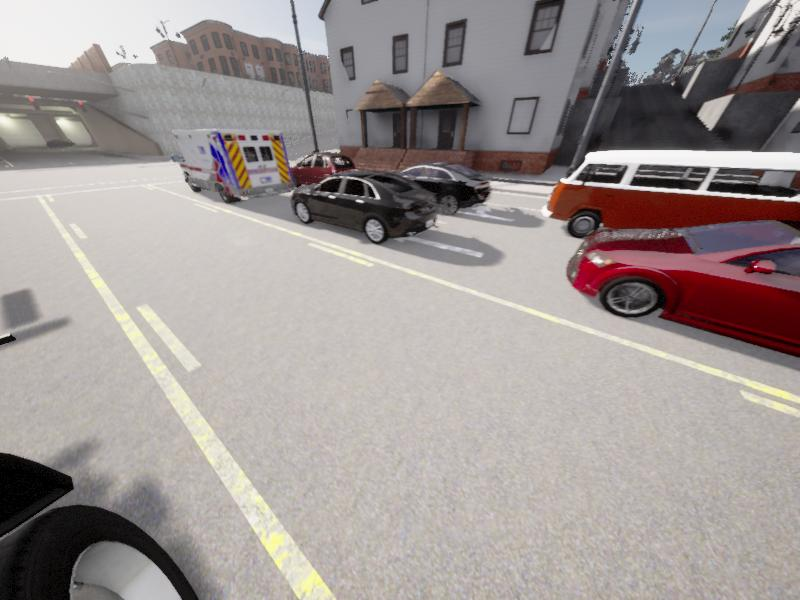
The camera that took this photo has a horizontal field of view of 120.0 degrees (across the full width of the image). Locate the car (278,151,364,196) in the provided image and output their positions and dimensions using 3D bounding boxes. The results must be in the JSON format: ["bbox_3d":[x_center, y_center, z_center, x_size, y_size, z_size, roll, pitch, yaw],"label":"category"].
[{"bbox_3d":[-4.010,-6.572,11.803,3.988,1.617,1.851,22,41,28],"label":"car"}]

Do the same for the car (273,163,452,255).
[{"bbox_3d":[-1.227,-2.918,6.741,4.892,1.490,1.837,22,41,28],"label":"car"}]

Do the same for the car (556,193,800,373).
[{"bbox_3d":[4.958,-0.323,3.217,4.181,1.385,1.994,24,41,29],"label":"car"}]

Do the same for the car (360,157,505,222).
[{"bbox_3d":[1.051,-4.456,8.923,4.902,1.511,2.128,22,41,28],"label":"car"}]

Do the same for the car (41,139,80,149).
[{"bbox_3d":[-75.064,-34.567,51.186,2.152,1.651,5.027,-9,36,-13],"label":"car"}]

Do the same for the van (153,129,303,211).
[{"bbox_3d":[-7.522,-5.880,10.082,6.366,2.431,2.351,22,41,28],"label":"van"}]

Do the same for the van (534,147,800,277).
[{"bbox_3d":[6.316,-2.522,5.763,4.480,2.038,2.069,22,41,28],"label":"van"}]

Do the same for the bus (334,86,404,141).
[{"bbox_3d":[-4.093,-27.635,34.145,3.944,4.253,10.273,22,54,27],"label":"bus"}]
